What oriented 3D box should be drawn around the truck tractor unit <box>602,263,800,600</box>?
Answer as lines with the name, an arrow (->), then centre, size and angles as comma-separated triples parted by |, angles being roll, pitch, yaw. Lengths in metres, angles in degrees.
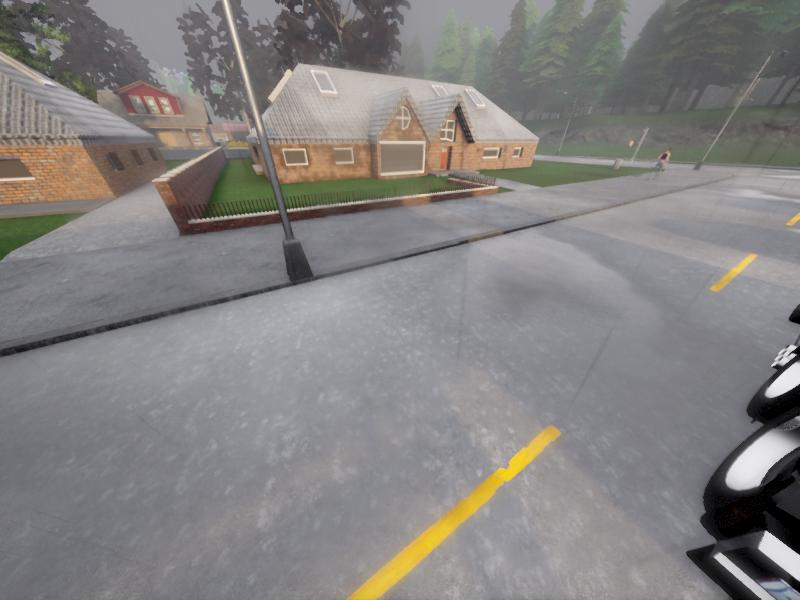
truck tractor unit -> 5.108, -0.303, 0.786 | 6.516, 4.208, 3.053 | -18, 39, -24

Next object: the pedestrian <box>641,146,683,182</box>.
pedestrian -> 16.382, -8.523, 14.500 | 0.751, 1.860, 0.751 | -12, 37, -17
